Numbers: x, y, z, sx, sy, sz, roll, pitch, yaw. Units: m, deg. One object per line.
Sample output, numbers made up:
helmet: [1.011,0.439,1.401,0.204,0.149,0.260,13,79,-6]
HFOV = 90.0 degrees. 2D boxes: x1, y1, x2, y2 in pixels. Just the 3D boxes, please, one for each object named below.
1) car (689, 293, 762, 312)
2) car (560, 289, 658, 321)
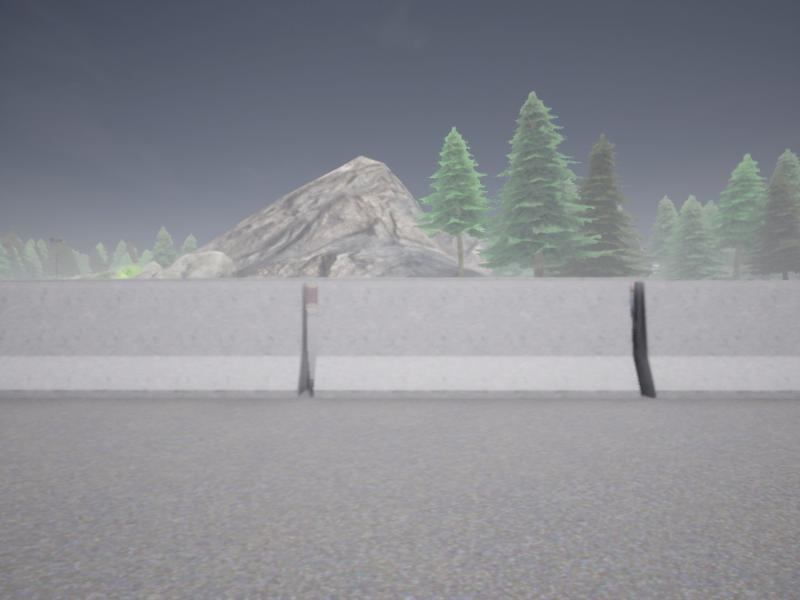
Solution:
car: [27.537,0.192,34.124,2.128,1.511,4.902,0,0,-1]
car: [10.168,0.240,19.701,3.806,1.475,1.970,0,0,0]
